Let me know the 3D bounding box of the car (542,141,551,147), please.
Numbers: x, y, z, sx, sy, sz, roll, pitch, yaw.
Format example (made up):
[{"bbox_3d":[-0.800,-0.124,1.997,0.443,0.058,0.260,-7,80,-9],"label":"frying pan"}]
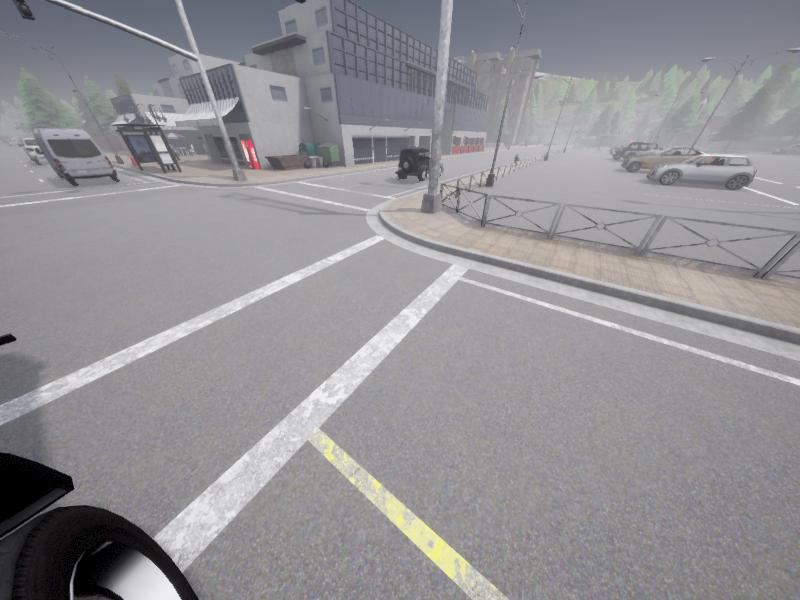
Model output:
[{"bbox_3d":[48.929,-52.093,77.097,1.816,1.474,4.193,22,41,28],"label":"car"}]

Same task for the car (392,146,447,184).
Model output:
[{"bbox_3d":[1.368,-9.280,15.739,1.905,1.878,3.866,22,41,28],"label":"car"}]

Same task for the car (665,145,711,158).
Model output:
[{"bbox_3d":[43.460,-22.527,34.972,3.806,1.475,1.970,22,41,27],"label":"car"}]

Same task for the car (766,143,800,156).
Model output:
[{"bbox_3d":[69.592,-26.576,40.758,4.605,1.855,1.932,21,40,27],"label":"car"}]

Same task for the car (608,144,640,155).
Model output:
[{"bbox_3d":[39.055,-26.397,40.411,3.633,1.501,1.845,22,41,27],"label":"car"}]

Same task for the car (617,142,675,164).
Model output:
[{"bbox_3d":[27.049,-16.405,25.648,3.866,1.878,1.905,22,41,27],"label":"car"}]

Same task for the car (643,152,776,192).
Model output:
[{"bbox_3d":[16.378,-7.102,12.655,3.806,1.475,1.970,22,41,27],"label":"car"}]

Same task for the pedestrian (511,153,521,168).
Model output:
[{"bbox_3d":[10.531,-12.677,20.997,0.500,1.100,0.500,21,40,27],"label":"pedestrian"}]

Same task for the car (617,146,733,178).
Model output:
[{"bbox_3d":[19.765,-10.302,17.079,5.027,1.636,2.152,22,41,27],"label":"car"}]

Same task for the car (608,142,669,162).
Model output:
[{"bbox_3d":[28.364,-17.896,27.806,4.605,1.855,1.932,22,41,27],"label":"car"}]

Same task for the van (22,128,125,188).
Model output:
[{"bbox_3d":[-19.242,-8.489,13.610,5.915,2.561,1.988,22,41,28],"label":"van"}]

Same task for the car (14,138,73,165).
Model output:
[{"bbox_3d":[-35.204,-14.738,22.793,5.566,2.045,2.150,22,41,28],"label":"car"}]
